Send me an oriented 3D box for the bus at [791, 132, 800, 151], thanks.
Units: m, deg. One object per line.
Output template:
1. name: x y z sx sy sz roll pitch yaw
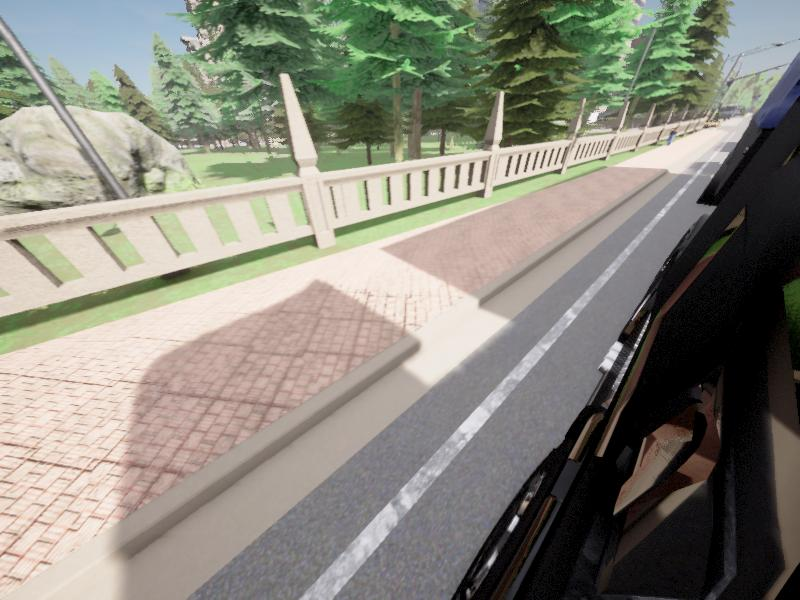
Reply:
1. bus: 28.309 -11.213 13.273 10.273 4.253 3.944 -28 44 -30

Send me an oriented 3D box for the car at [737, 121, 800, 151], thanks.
1. car: 25.264 -11.294 15.863 3.633 1.501 1.845 -28 44 -30

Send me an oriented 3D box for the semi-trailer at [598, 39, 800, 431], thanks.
1. semi-trailer: 8.691 -3.609 4.236 14.254 4.402 2.717 -28 44 -30

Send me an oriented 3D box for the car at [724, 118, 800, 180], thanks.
1. car: 16.162 -6.564 9.834 4.605 1.855 1.932 -28 43 -30

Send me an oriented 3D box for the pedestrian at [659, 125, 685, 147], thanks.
1. pedestrian: 21.103 -12.701 17.921 0.751 1.300 0.751 -28 43 -30

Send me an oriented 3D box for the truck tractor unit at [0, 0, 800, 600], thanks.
1. truck tractor unit: 2.645 -0.295 0.351 6.516 4.208 3.053 -28 44 -30
